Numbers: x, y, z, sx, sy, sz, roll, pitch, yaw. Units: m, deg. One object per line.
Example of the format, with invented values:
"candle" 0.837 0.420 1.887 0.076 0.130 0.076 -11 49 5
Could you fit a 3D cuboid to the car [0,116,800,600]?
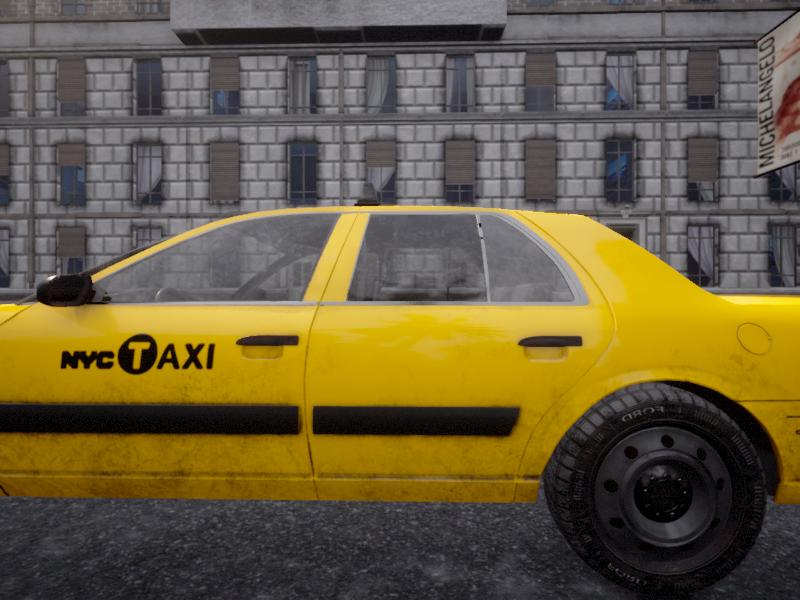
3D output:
"car" -0.443 0.201 2.215 5.366 1.575 1.801 0 0 1
